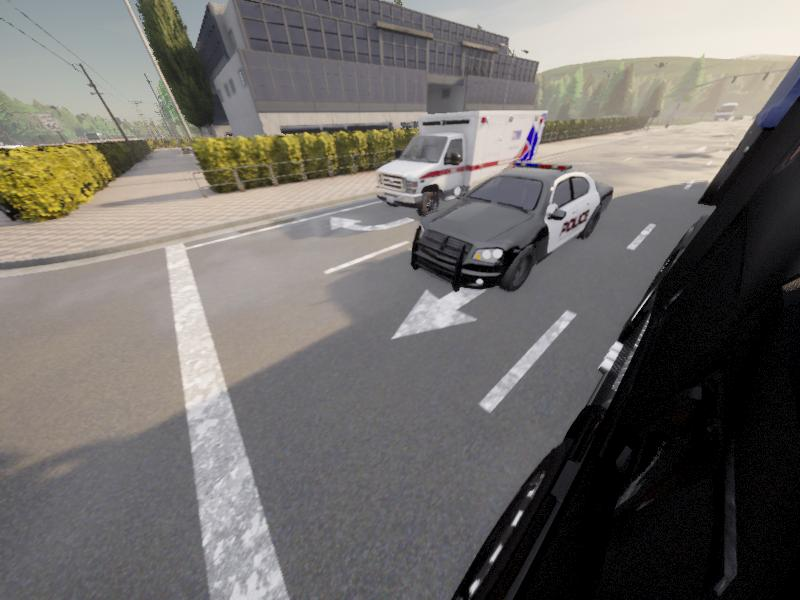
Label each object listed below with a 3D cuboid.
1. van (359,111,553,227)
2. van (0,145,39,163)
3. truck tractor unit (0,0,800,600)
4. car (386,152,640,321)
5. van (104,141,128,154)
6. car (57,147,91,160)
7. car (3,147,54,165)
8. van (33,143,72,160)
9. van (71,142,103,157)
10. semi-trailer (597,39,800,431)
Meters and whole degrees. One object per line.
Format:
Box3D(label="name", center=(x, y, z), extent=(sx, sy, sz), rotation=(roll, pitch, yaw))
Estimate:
Box3D(label="van", center=(2.125, -4.762, 7.832), extent=(6.366, 2.431, 2.351), rotation=(-28, 44, -30))
Box3D(label="van", center=(-59.337, -22.733, 35.828), extent=(2.069, 2.038, 4.480), rotation=(-27, 43, -29))
Box3D(label="truck tractor unit", center=(2.645, -0.295, 0.351), extent=(6.516, 4.208, 3.053), rotation=(-28, 44, -30))
Box3D(label="car", center=(2.372, -1.787, 4.604), extent=(4.974, 1.542, 2.038), rotation=(-28, 44, -30))
Box3D(label="van", center=(-55.394, -29.917, 45.203), extent=(1.775, 1.987, 4.442), rotation=(-27, 43, -29))
Box3D(label="car", center=(-50.029, -22.521, 35.539), extent=(1.994, 1.385, 4.181), rotation=(-27, 43, -29))
Box3D(label="car", center=(-50.738, -19.805, 31.711), extent=(2.242, 1.667, 4.611), rotation=(-27, 44, -29))
Box3D(label="van", center=(-57.465, -24.737, 38.386), extent=(2.069, 2.038, 4.480), rotation=(-27, 43, -29))
Box3D(label="van", center=(-56.410, -27.322, 41.767), extent=(2.069, 2.038, 4.480), rotation=(-27, 43, -29))
Box3D(label="semi-trailer", center=(8.711, -3.594, 4.218), extent=(14.254, 4.402, 2.717), rotation=(-28, 44, -30))
